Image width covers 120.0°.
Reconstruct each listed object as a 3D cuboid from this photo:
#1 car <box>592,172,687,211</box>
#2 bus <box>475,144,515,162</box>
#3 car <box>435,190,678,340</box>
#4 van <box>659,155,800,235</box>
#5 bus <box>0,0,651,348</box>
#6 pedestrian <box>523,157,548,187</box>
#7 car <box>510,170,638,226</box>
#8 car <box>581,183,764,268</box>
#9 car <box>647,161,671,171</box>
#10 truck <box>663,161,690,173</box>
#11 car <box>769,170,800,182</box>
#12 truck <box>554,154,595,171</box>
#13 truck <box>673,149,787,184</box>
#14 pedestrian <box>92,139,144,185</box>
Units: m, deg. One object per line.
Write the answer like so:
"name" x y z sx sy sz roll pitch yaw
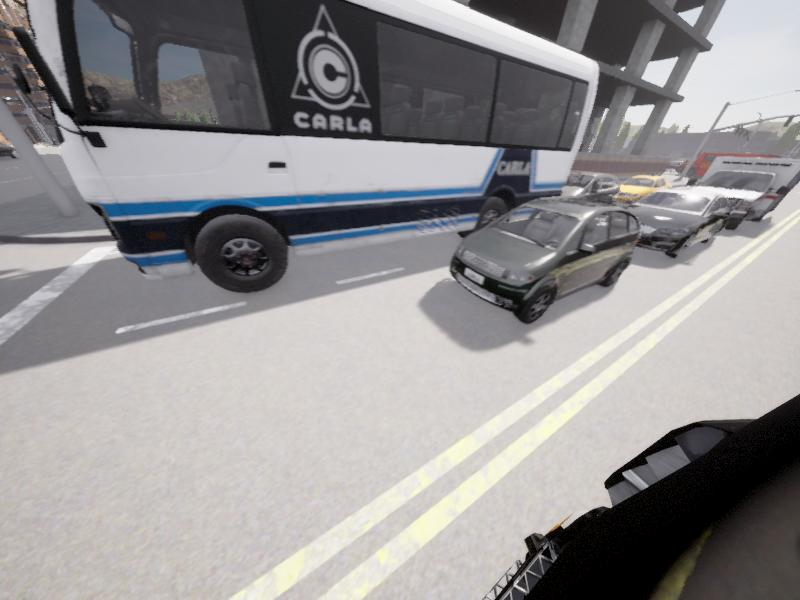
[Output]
"car" 13.609 -6.309 13.126 5.366 1.575 1.801 -16 38 -26
"bus" 27.770 -43.708 68.560 3.944 4.253 10.273 -16 38 -26
"car" 2.757 -0.982 4.277 3.705 1.549 1.789 -16 38 -26
"van" 14.911 -4.813 10.164 6.366 2.431 2.351 -16 38 -26
"bus" -0.074 -3.427 5.346 10.273 4.253 3.944 -16 38 -26
"pedestrian" 9.939 -9.417 17.029 0.751 1.860 0.751 -16 37 -26
"car" 7.485 -4.598 10.010 4.611 1.667 2.242 -16 38 -26
"car" 8.317 -2.551 7.093 4.902 1.511 2.128 -16 38 -26
"car" 58.053 -30.048 51.836 4.605 1.855 1.932 -16 38 -26
"truck" 59.556 -28.720 49.744 4.478 2.038 2.069 -16 38 -26
"car" 66.027 -21.303 39.558 4.856 1.649 2.033 -16 38 -26
"truck" 33.185 -26.344 44.107 2.627 2.467 5.204 -16 38 -26
"truck" 47.784 -19.958 34.168 2.891 3.827 8.468 -6 34 -13
"pedestrian" -13.745 -6.756 11.330 0.751 1.860 0.751 -14 37 -23
